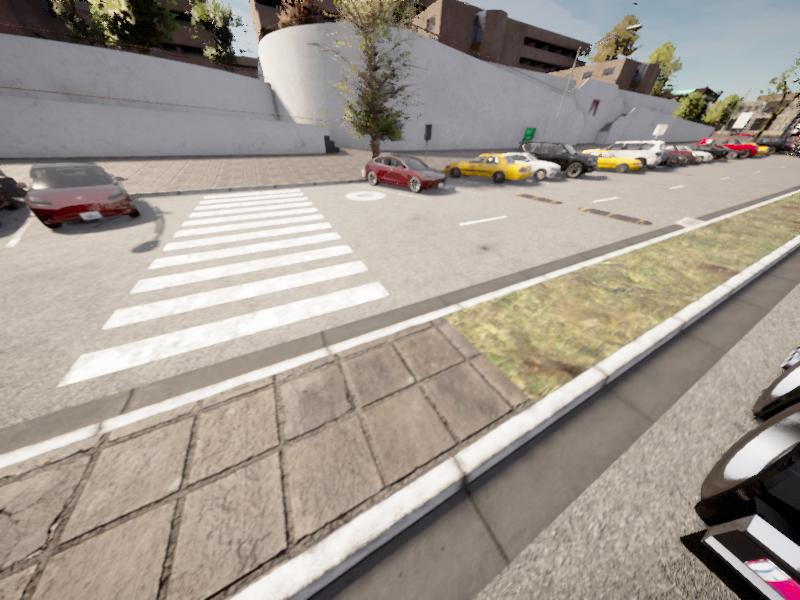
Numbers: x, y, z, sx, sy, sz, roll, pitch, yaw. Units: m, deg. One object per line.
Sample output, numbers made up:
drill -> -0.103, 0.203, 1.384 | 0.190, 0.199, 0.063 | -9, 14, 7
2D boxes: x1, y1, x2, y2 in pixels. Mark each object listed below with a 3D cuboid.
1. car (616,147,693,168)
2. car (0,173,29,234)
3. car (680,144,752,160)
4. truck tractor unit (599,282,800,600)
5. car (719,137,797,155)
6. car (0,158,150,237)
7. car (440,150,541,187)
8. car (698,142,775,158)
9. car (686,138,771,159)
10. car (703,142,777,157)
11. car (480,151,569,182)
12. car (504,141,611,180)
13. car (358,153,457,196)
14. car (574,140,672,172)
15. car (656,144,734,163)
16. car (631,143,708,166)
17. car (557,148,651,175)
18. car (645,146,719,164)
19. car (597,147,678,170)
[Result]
car -> 24.240, -13.830, 22.272 | 4.674, 1.452, 2.002 | 28, 44, 34
car -> -13.173, -2.877, 6.515 | 4.674, 1.452, 2.002 | 28, 44, 34
car -> 37.616, -17.878, 27.766 | 4.792, 1.488, 2.163 | 28, 44, 34
truck tractor unit -> 5.146, -0.264, 0.726 | 6.516, 4.208, 3.053 | -17, 39, -23
car -> 50.915, -22.163, 33.157 | 5.566, 2.045, 2.435 | 28, 44, 34
car -> -10.477, -3.653, 7.630 | 4.792, 1.488, 2.163 | 28, 43, 34
car -> 5.388, -8.404, 14.504 | 5.366, 1.575, 1.946 | 28, 44, 34
car -> 43.072, -19.465, 29.865 | 5.366, 1.575, 1.946 | 28, 44, 34
car -> 40.285, -18.920, 28.710 | 5.566, 2.045, 2.435 | 28, 44, 34
car -> 45.464, -20.412, 31.176 | 5.366, 1.575, 1.946 | 28, 44, 34
car -> 8.198, -9.081, 15.560 | 4.674, 1.452, 2.002 | 28, 43, 34
car -> 10.899, -10.087, 16.505 | 5.566, 2.045, 2.435 | 28, 43, 34
car -> 0.206, -6.748, 12.150 | 4.792, 1.488, 2.163 | 28, 43, 34
car -> 18.868, -12.477, 19.888 | 5.566, 2.045, 2.435 | 28, 44, 34
car -> 32.253, -16.283, 25.554 | 5.008, 1.535, 2.097 | 28, 44, 34
car -> 26.886, -14.784, 23.297 | 4.553, 1.767, 2.185 | 28, 44, 34
car -> 16.353, -11.400, 18.798 | 5.366, 1.575, 1.946 | 28, 43, 34
car -> 29.579, -15.445, 24.481 | 4.674, 1.452, 2.002 | 28, 44, 34
car -> 21.538, -13.045, 21.161 | 4.792, 1.488, 2.163 | 28, 44, 34
